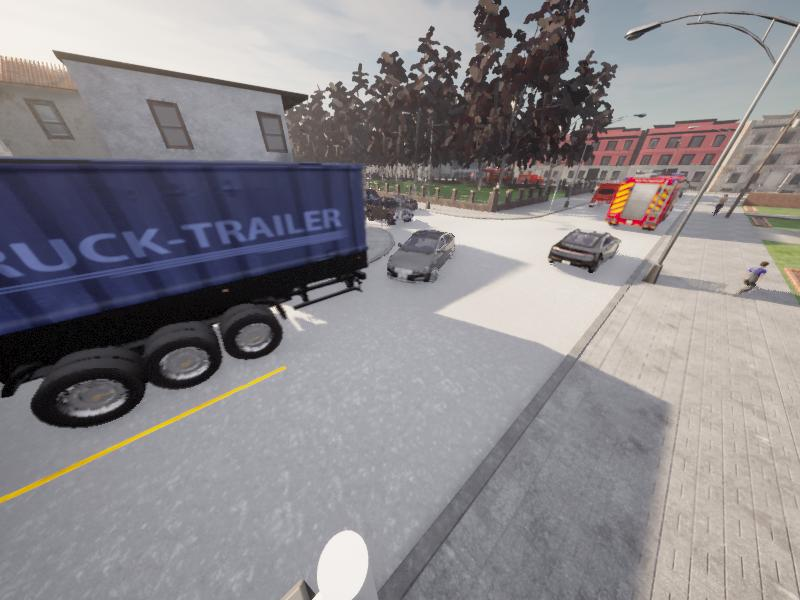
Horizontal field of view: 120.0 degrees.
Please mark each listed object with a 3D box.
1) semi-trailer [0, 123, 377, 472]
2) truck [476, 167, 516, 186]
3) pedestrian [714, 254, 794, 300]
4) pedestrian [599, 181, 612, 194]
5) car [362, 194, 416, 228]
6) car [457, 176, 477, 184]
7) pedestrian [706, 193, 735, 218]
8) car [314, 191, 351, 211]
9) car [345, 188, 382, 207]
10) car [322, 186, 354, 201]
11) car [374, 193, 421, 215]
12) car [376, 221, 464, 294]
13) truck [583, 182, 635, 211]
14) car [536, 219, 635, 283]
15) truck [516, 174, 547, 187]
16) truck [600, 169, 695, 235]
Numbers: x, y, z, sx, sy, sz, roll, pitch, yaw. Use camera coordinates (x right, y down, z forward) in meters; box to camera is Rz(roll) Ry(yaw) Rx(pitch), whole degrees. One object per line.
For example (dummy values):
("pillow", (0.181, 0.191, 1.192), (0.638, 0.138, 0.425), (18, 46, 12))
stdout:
("semi-trailer", (-7.065, 0.231, 3.189), (14.254, 4.402, 2.717), (-23, 37, -34))
("truck", (24.243, -31.576, 58.872), (2.891, 3.827, 8.468), (-23, 37, -34))
("pedestrian", (11.848, -0.777, 7.795), (0.751, 1.300, 0.751), (-4, 30, -7))
("pedestrian", (33.514, -18.354, 37.680), (0.751, 1.860, 0.751), (1, 30, 2))
("car", (-1.014, -7.434, 19.005), (1.932, 1.855, 4.605), (-22, 37, -33))
("car", (18.768, -33.892, 65.087), (2.152, 1.651, 5.027), (-23, 37, -34))
("pedestrian", (28.021, -8.286, 20.241), (0.751, 1.860, 0.751), (-25, 38, -36))
("car", (-7.611, -11.203, 25.919), (1.837, 1.490, 4.892), (-23, 37, -34))
("car", (-4.501, -12.646, 28.282), (2.033, 1.649, 4.856), (-24, 38, -35))
("car", (-8.861, -15.242, 32.895), (2.128, 1.511, 4.902), (-25, 38, -36))
("car", (-0.326, -9.955, 23.738), (2.128, 1.511, 4.902), (-23, 37, -34))
("car", (1.158, -2.206, 10.316), (2.128, 1.511, 4.902), (14, 33, 22))
("truck", (23.164, -11.588, 25.608), (5.204, 2.467, 2.627), (-23, 37, -34))
("car", (8.804, -2.540, 10.896), (4.902, 1.511, 2.128), (-23, 37, -34))
("truck", (30.128, -27.479, 53.131), (2.627, 2.467, 5.204), (-23, 37, -34))
("truck", (19.359, -7.967, 17.974), (8.468, 3.827, 2.891), (-23, 37, -34))
